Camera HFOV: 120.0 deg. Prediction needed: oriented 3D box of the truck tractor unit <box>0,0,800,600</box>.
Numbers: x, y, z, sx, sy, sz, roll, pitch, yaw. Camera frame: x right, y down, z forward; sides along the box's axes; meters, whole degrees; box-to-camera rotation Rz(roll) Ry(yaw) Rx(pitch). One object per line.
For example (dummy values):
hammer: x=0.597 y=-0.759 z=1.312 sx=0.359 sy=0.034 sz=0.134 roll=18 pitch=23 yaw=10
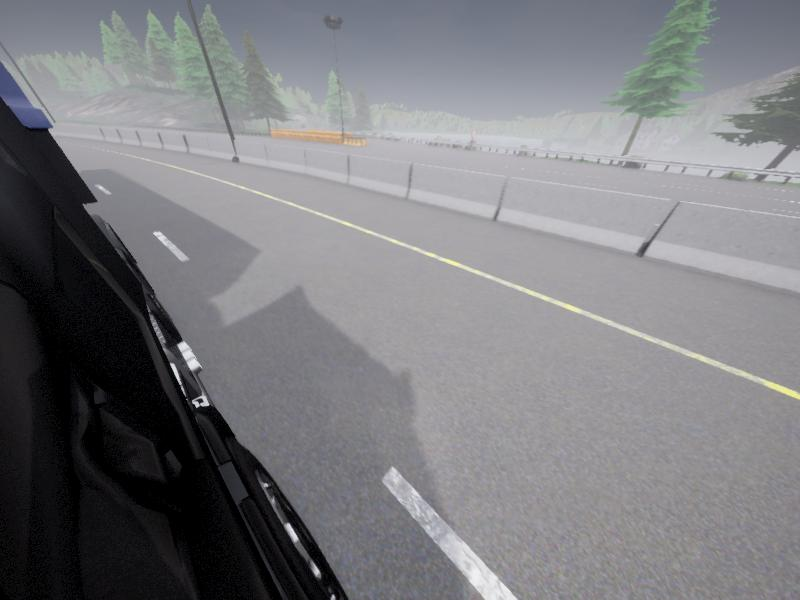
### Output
truck tractor unit: x=-2.645 y=-0.295 z=0.351 sx=6.516 sy=4.208 sz=3.053 roll=28 pitch=44 yaw=30

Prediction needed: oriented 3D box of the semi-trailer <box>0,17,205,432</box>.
semi-trailer: x=-8.907 y=-3.446 z=4.025 sx=14.254 sy=4.402 sz=2.717 roll=26 pitch=42 yaw=28
